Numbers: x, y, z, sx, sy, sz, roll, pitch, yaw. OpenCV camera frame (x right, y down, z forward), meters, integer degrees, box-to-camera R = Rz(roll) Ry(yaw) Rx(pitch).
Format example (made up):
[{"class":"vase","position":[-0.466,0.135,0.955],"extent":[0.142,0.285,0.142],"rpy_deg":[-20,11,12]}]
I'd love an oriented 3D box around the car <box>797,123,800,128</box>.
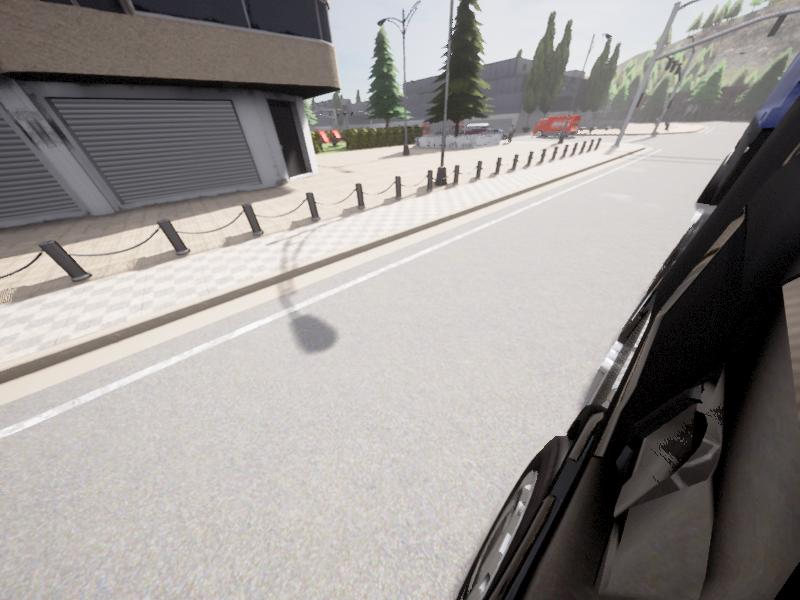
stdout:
[{"class":"car","position":[52.998,-22.725,29.139],"extent":[4.792,1.488,2.163],"rpy_deg":[-30,44,-31]}]

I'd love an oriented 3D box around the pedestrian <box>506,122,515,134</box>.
[{"class":"pedestrian","position":[20.896,-32.539,43.683],"extent":[0.751,1.860,0.751],"rpy_deg":[-25,42,-26]}]

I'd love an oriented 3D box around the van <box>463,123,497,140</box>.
[{"class":"van","position":[12.640,-26.894,36.871],"extent":[2.069,2.038,4.480],"rpy_deg":[-28,43,-30]}]

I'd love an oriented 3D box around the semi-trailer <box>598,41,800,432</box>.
[{"class":"semi-trailer","position":[8.689,-3.622,4.221],"extent":[14.254,4.402,2.717],"rpy_deg":[-28,44,-30]}]

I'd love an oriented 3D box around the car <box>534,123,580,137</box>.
[{"class":"car","position":[23.620,-25.762,35.022],"extent":[1.801,1.575,5.366],"rpy_deg":[-28,44,-30]}]

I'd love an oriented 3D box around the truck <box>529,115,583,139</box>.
[{"class":"truck","position":[21.653,-24.174,32.316],"extent":[2.627,2.467,5.204],"rpy_deg":[-28,44,-30]}]

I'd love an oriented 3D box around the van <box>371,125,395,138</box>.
[{"class":"van","position":[-4.305,-41.905,57.602],"extent":[2.351,2.431,6.366],"rpy_deg":[-28,44,-30]}]

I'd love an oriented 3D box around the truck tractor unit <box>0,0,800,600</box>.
[{"class":"truck tractor unit","position":[2.645,-0.295,0.351],"extent":[6.516,4.208,3.053],"rpy_deg":[-28,44,-30]}]

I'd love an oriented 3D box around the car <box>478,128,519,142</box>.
[{"class":"car","position":[13.482,-22.827,31.904],"extent":[1.812,1.442,4.674],"rpy_deg":[-29,44,-30]}]

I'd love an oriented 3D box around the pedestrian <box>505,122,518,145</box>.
[{"class":"pedestrian","position":[11.637,-17.366,24.123],"extent":[0.751,1.860,0.751],"rpy_deg":[5,38,11]}]
